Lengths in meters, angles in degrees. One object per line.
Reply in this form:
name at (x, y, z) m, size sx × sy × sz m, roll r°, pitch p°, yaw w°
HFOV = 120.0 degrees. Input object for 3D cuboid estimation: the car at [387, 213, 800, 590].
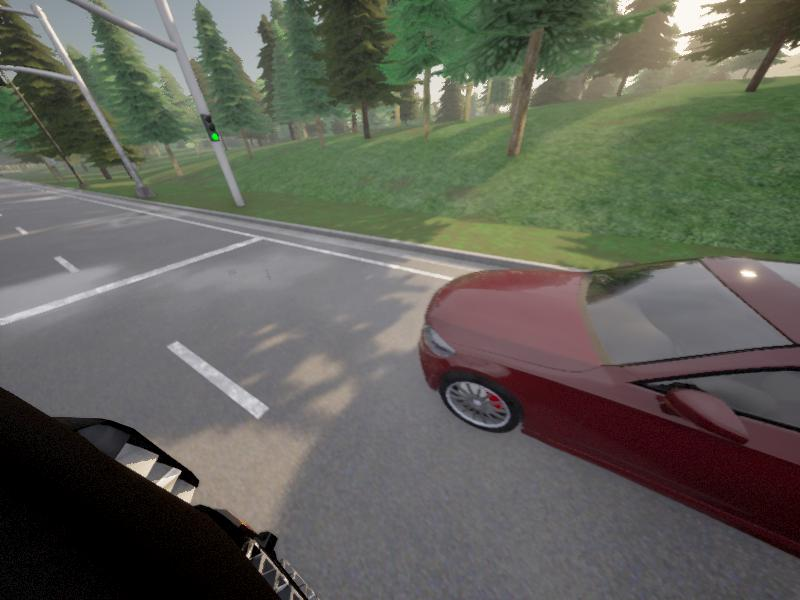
car at (2.409, 0.515, 1.700) m, size 4.674 × 1.442 × 1.812 m, roll 16°, pitch 38°, yaw 26°
